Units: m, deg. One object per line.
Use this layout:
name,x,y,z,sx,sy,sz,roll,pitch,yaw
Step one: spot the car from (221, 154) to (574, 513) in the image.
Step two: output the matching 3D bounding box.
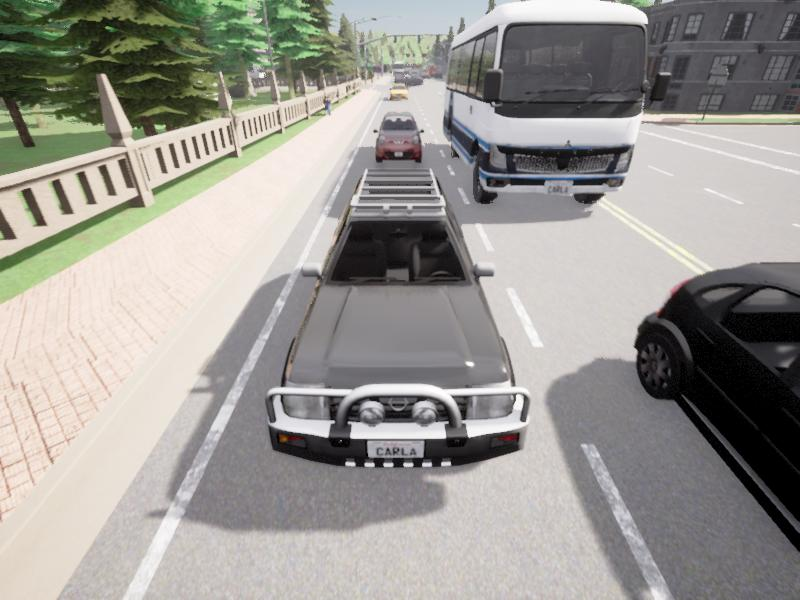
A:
car,-0.018,-0.297,4.649,1.932,1.855,4.605,0,30,0

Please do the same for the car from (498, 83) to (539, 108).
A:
car,10.393,-18.213,35.523,2.152,1.651,5.027,0,30,0

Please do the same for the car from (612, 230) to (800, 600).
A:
car,3.485,1.002,2.695,1.851,1.617,3.988,0,30,0

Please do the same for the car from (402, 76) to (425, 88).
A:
car,2.273,-35.866,65.751,1.845,1.501,3.633,25,38,36

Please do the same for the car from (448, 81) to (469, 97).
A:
car,6.859,-24.905,47.108,1.816,1.474,4.193,0,30,0

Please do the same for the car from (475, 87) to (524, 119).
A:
car,6.914,-14.016,28.350,2.152,1.651,5.027,0,30,0

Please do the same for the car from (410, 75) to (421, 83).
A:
car,3.252,-46.910,84.786,2.033,1.411,5.357,0,30,0

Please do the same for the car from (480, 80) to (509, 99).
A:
car,10.368,-23.445,44.461,2.033,1.649,4.856,0,30,0

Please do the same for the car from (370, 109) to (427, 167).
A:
car,-0.049,-6.151,15.000,1.845,1.501,3.633,0,30,0

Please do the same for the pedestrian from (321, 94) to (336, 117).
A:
pedestrian,-4.623,-12.550,25.814,0.751,1.300,0.751,-1,30,-1

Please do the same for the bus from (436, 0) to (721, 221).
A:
bus,3.578,-6.130,12.283,3.944,4.253,10.273,0,29,0

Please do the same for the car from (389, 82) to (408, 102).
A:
car,-0.098,-21.113,40.522,1.801,1.575,5.366,0,30,0

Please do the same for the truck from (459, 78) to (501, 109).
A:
truck,6.894,-18.282,35.170,2.390,2.098,6.274,0,30,0
